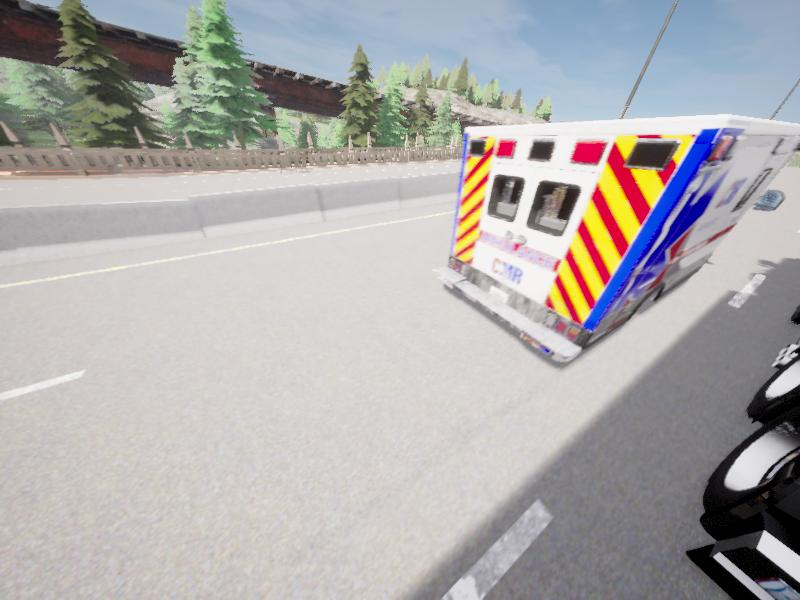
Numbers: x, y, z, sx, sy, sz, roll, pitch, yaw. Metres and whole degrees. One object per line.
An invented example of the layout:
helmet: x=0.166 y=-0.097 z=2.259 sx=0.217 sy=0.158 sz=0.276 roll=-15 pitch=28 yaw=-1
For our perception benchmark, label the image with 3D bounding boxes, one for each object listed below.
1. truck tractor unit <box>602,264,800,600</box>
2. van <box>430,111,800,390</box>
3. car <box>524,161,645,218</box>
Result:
truck tractor unit: x=5.104 y=-0.309 z=0.777 sx=6.516 sy=4.208 sz=3.053 roll=-19 pitch=39 yaw=-24
van: x=3.892 y=-1.488 z=4.032 sx=6.366 sy=2.431 sz=2.351 roll=-18 pitch=39 yaw=-24
car: x=7.271 y=-4.535 z=9.213 sx=3.806 sy=1.475 sz=1.970 roll=-18 pitch=39 yaw=-24
